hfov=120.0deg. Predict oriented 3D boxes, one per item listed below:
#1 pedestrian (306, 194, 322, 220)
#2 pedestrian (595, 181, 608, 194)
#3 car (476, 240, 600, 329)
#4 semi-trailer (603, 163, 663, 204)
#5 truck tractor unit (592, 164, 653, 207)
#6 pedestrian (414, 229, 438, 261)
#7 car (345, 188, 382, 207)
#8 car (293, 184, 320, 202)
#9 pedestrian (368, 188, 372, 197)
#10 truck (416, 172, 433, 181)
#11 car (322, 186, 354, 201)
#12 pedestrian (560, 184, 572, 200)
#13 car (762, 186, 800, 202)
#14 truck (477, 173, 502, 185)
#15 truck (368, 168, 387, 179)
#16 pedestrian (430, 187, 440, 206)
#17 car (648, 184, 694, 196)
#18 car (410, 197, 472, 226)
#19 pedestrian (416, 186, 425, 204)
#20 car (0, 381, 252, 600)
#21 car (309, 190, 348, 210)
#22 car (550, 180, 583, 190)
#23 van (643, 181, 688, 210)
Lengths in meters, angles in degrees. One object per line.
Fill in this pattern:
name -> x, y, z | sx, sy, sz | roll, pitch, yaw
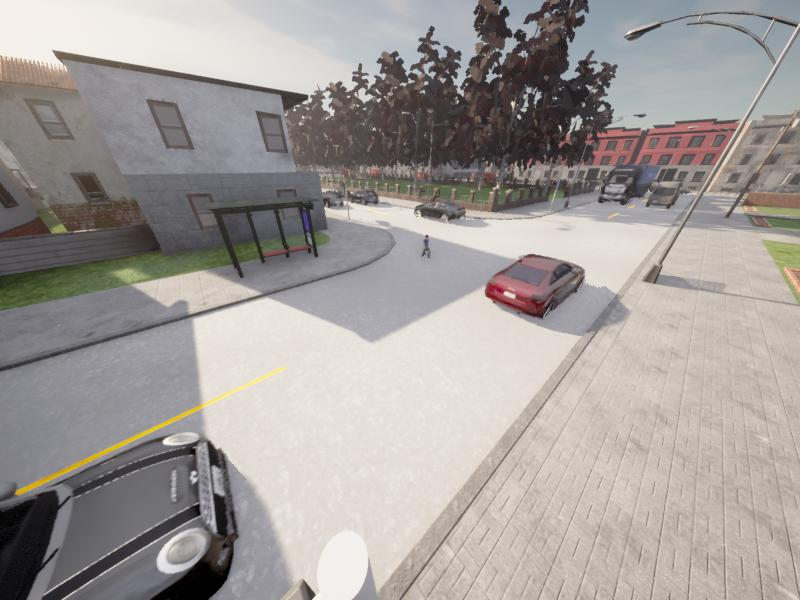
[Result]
pedestrian -> -7.199, -7.813, 19.405 | 0.751, 1.860, 0.751 | -23, 37, -34
pedestrian -> 32.508, -18.127, 37.288 | 0.751, 1.860, 0.751 | -13, 32, -21
car -> 4.851, -0.825, 8.066 | 4.181, 1.385, 1.994 | -23, 37, -34
semi-trailer -> 32.984, -16.646, 32.420 | 14.254, 4.402, 2.717 | -23, 37, -34
truck tractor unit -> 26.980, -13.988, 28.005 | 6.516, 4.208, 3.053 | -23, 37, -35
pedestrian -> 1.256, -2.698, 11.331 | 0.751, 1.300, 0.751 | -21, 36, -32
car -> -4.501, -12.646, 28.282 | 2.033, 1.649, 4.856 | -24, 38, -35
car -> -12.823, -14.698, 31.585 | 1.932, 1.855, 4.605 | -21, 36, -32
pedestrian -> -4.470, -16.129, 34.585 | 0.500, 1.100, 0.500 | -12, 32, -19
truck -> 7.896, -40.715, 76.107 | 2.627, 2.467, 5.204 | -22, 35, -33
car -> -8.861, -15.242, 32.895 | 2.128, 1.511, 4.902 | -25, 38, -36
pedestrian -> 22.281, -14.480, 30.970 | 0.751, 1.860, 0.751 | 21, 36, 32
car -> 52.609, -14.045, 30.662 | 2.242, 1.667, 4.611 | -20, 35, -30
truck -> 23.192, -31.619, 60.305 | 2.627, 2.467, 5.204 | -23, 37, -34
truck -> -9.134, -51.245, 93.372 | 2.891, 3.827, 8.468 | -23, 37, -34
pedestrian -> 3.988, -11.802, 26.332 | 0.751, 1.860, 0.751 | -21, 36, -32
car -> 44.763, -18.328, 38.307 | 1.812, 1.442, 4.674 | -23, 37, -34
car -> 3.364, -7.761, 19.939 | 2.128, 1.511, 4.902 | -25, 39, -37
pedestrian -> 2.459, -12.739, 27.955 | 0.751, 1.860, 0.751 | -23, 37, -34
car -> -3.737, 2.733, 1.795 | 3.806, 1.475, 1.970 | -23, 37, -34
car -> -8.272, -11.588, 26.566 | 2.128, 1.511, 4.902 | -23, 37, -34
car -> 34.885, -24.252, 48.474 | 1.882, 1.535, 5.008 | -23, 37, -34
van -> 30.330, -12.052, 26.342 | 5.915, 2.561, 1.988 | -22, 37, -33
